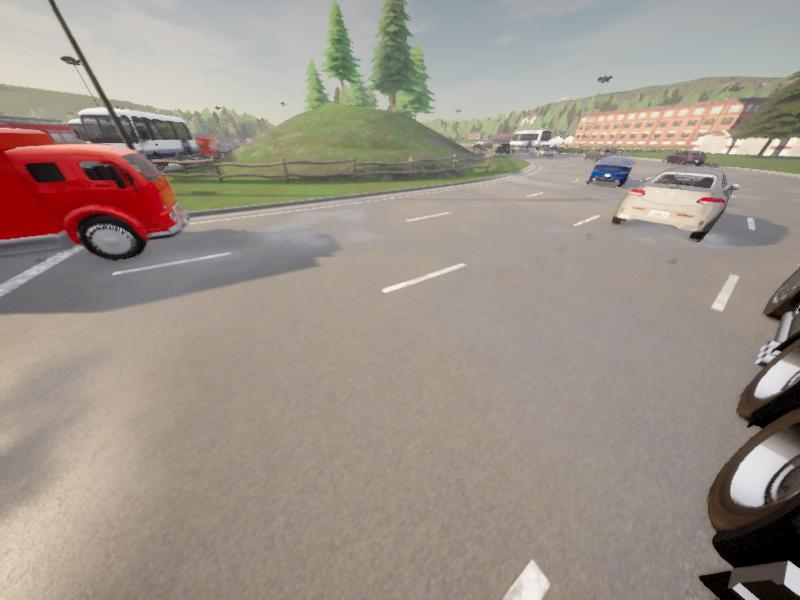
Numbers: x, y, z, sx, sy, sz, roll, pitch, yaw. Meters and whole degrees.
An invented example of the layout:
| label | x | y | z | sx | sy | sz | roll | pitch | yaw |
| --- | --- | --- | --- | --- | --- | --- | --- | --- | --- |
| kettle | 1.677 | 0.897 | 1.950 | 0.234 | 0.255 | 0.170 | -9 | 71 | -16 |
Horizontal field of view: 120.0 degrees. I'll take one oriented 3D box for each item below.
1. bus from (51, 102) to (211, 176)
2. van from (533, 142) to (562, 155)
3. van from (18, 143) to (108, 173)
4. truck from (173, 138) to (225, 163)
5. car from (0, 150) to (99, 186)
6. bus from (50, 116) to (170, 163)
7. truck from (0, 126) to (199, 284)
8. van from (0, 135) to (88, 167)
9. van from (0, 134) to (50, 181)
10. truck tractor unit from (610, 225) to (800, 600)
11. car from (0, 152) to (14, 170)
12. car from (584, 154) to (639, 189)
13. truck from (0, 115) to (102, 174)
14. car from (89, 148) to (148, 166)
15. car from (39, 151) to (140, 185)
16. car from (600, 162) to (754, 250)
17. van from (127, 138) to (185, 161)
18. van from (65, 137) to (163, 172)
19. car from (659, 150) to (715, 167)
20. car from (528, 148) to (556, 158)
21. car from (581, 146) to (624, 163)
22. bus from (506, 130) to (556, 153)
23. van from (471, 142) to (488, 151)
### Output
| label | x | y | z | sx | sy | sz | roll | pitch | yaw |
| --- | --- | --- | --- | --- | --- | --- | --- | --- | --- |
| bus | -22.144 | -14.206 | 20.723 | 3.944 | 4.253 | 10.273 | -9 | 36 | -13 |
| van | 29.749 | -30.700 | 46.808 | 2.069 | 2.038 | 4.480 | -6 | 35 | -10 |
| van | -29.178 | -12.564 | 20.302 | 1.775 | 1.987 | 4.442 | -9 | 36 | -12 |
| truck | -24.796 | -18.756 | 28.856 | 2.627 | 2.467 | 5.204 | -9 | 36 | -13 |
| car | -23.881 | -8.896 | 15.345 | 2.152 | 1.651 | 5.027 | -9 | 36 | -13 |
| bus | -36.032 | -20.561 | 29.838 | 3.944 | 4.253 | 10.273 | -9 | 36 | -13 |
| truck | -8.115 | -2.051 | 4.791 | 5.204 | 2.467 | 2.627 | -18 | 39 | -24 |
| van | -37.919 | -15.930 | 24.638 | 1.988 | 2.561 | 5.915 | -9 | 35 | -13 |
| van | -27.364 | -8.979 | 14.640 | 1.988 | 2.561 | 5.915 | -9 | 36 | -12 |
| truck tractor unit | 5.041 | -0.364 | 0.875 | 6.516 | 4.208 | 3.053 | -21 | 40 | -27 |
| car | -35.907 | -11.437 | 18.730 | 1.932 | 1.855 | 4.605 | -9 | 36 | -12 |
| car | 14.055 | -8.655 | 15.277 | 1.882 | 1.535 | 5.008 | 27 | 43 | 32 |
| truck | -33.097 | -13.942 | 20.656 | 2.891 | 3.827 | 8.468 | -9 | 36 | -13 |
| car | -30.870 | -15.905 | 25.602 | 1.812 | 1.442 | 4.674 | -9 | 36 | -13 |
| car | -20.294 | -8.952 | 15.459 | 1.851 | 1.617 | 3.988 | -9 | 36 | -12 |
| car | 9.031 | -3.348 | 7.500 | 5.027 | 1.651 | 2.152 | -24 | 42 | -31 |
| van | -32.928 | -20.624 | 31.550 | 2.351 | 2.431 | 6.366 | -9 | 36 | -13 |
| van | -26.032 | -13.746 | 21.640 | 2.351 | 2.431 | 6.366 | -9 | 36 | -13 |
| car | 32.636 | -16.295 | 26.483 | 1.816 | 1.474 | 4.193 | 9 | 36 | 12 |
| car | 24.158 | -25.243 | 39.537 | 1.895 | 1.301 | 4.718 | -2 | 35 | -3 |
| car | 26.900 | -19.537 | 30.969 | 2.242 | 1.667 | 4.611 | 6 | 35 | 7 |
| bus | 30.660 | -37.800 | 55.127 | 3.944 | 4.253 | 10.273 | -8 | 36 | -12 |
| van | 21.378 | -41.601 | 62.532 | 2.069 | 2.038 | 4.480 | -8 | 36 | -12 |
